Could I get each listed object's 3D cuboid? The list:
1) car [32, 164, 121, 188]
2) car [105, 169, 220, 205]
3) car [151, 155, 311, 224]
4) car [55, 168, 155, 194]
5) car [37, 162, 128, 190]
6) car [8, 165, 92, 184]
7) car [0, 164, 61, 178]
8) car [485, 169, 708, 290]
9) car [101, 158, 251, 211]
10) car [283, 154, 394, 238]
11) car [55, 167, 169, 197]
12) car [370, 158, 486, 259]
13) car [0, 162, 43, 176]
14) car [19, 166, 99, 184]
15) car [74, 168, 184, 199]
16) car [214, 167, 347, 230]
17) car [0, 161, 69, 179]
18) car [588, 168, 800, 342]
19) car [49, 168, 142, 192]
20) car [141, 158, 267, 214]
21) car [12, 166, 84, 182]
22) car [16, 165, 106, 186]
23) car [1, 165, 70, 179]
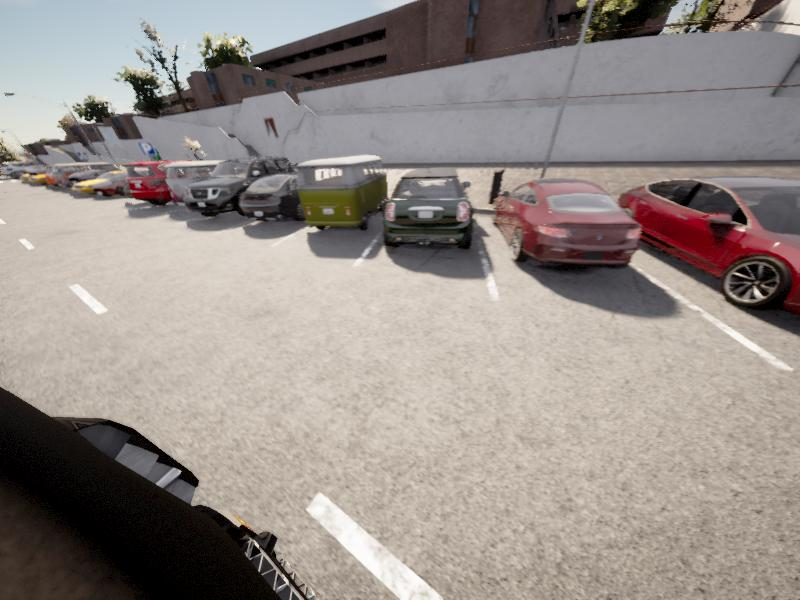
[{"bbox_3d":[-32.620,-12.739,23.588,2.185,1.767,4.553,4,34,9],"label":"car"},{"bbox_3d":[-14.543,-7.295,14.653,2.002,1.452,4.674,4,33,10],"label":"car"},{"bbox_3d":[-6.812,-5.295,10.562,2.435,2.045,5.566,4,34,9],"label":"car"},{"bbox_3d":[-24.864,-10.337,19.862,2.163,1.488,4.792,4,34,9],"label":"car"},{"bbox_3d":[-30.044,-12.000,22.174,1.878,1.987,4.442,5,34,9],"label":"car"},{"bbox_3d":[-42.961,-15.660,28.648,1.946,1.575,5.366,5,34,9],"label":"car"},{"bbox_3d":[-58.398,-20.381,36.510,2.097,1.535,5.008,5,34,9],"label":"car"},{"bbox_3d":[3.508,-2.100,5.527,2.002,1.452,4.674,4,33,10],"label":"car"},{"bbox_3d":[-11.970,-6.810,13.220,2.435,2.045,5.566,4,33,10],"label":"car"},{"bbox_3d":[-1.637,-3.870,8.089,1.878,1.987,4.442,4,33,10],"label":"car"},{"bbox_3d":[-22.310,-9.488,18.371,1.946,1.575,5.366,4,34,9],"label":"car"},{"bbox_3d":[0.920,-2.965,6.718,2.185,1.767,4.553,4,33,10],"label":"car"},{"bbox_3d":[-68.743,-23.551,41.446,1.878,1.987,4.442,5,34,9],"label":"car"},{"bbox_3d":[-40.348,-14.972,27.564,2.163,1.488,4.792,4,34,9],"label":"car"},{"bbox_3d":[-19.706,-8.789,17.223,2.163,1.488,4.792,4,34,9],"label":"car"},{"bbox_3d":[-4.228,-4.355,9.416,2.231,1.521,4.892,4,33,10],"label":"car"},{"bbox_3d":[-55.831,-19.840,35.106,2.435,2.045,5.566,4,34,9],"label":"car"},{"bbox_3d":[6.106,-1.348,4.187,2.163,1.488,4.792,4,34,9],"label":"car"},{"bbox_3d":[-27.449,-11.076,21.128,2.002,1.452,4.674,4,34,9],"label":"car"},{"bbox_3d":[-9.406,-5.967,11.808,1.878,1.987,4.442,4,34,9],"label":"car"},{"bbox_3d":[-45.511,-16.498,30.103,2.002,1.452,4.674,4,34,9],"label":"car"},{"bbox_3d":[-37.801,-14.103,26.089,1.946,1.575,5.366,5,34,9],"label":"car"},{"bbox_3d":[-53.237,-18.848,33.939,2.231,1.521,4.892,5,34,9],"label":"car"}]
